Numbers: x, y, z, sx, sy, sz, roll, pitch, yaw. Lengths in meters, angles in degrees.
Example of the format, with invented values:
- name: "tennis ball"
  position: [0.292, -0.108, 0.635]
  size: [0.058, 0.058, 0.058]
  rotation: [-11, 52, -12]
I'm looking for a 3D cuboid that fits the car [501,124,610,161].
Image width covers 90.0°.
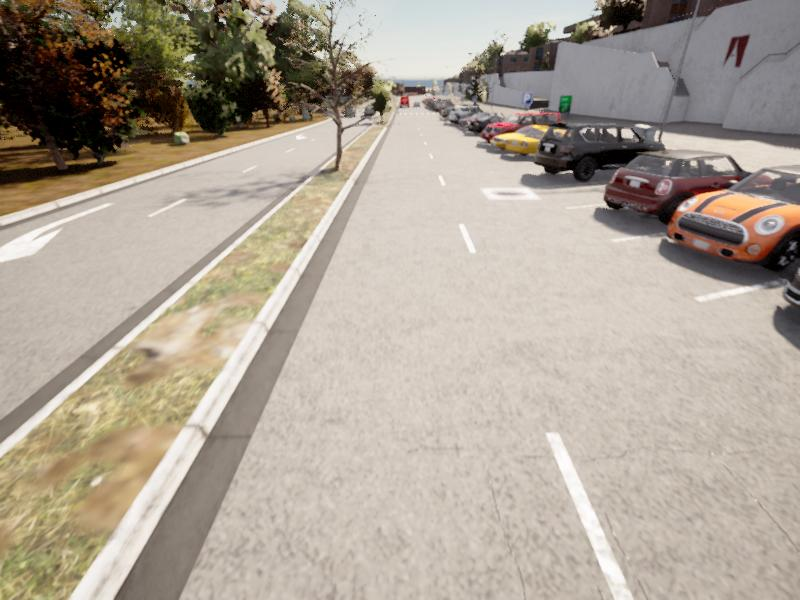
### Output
- name: "car"
  position: [8.487, -8.690, 21.944]
  size: [5.366, 1.575, 1.946]
  rotation: [-9, 28, -17]

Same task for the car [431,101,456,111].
- name: "car"
  position: [9.033, -40.337, 83.206]
  size: [4.553, 1.767, 2.185]
  rotation: [-9, 29, -17]

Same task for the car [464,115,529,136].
- name: "car"
  position: [8.469, -15.414, 35.284]
  size: [5.008, 1.535, 2.097]
  rotation: [-9, 28, -17]

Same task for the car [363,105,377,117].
- name: "car"
  position: [-4.983, -31.609, 66.937]
  size: [1.851, 1.617, 3.988]
  rotation: [0, 28, 1]

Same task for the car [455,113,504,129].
- name: "car"
  position: [8.577, -19.435, 43.335]
  size: [4.674, 1.452, 2.002]
  rotation: [-9, 29, -17]

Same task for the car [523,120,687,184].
- name: "car"
  position: [8.274, -6.177, 16.435]
  size: [5.566, 2.045, 2.435]
  rotation: [-9, 28, -17]

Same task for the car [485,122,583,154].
- name: "car"
  position: [8.171, -9.988, 24.503]
  size: [5.366, 1.575, 1.946]
  rotation: [-9, 28, -17]

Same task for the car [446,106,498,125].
- name: "car"
  position: [8.667, -22.434, 48.567]
  size: [5.566, 2.045, 2.435]
  rotation: [-9, 28, -17]

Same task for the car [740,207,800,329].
- name: "car"
  position: [8.125, -0.487, 5.842]
  size: [4.892, 1.521, 2.231]
  rotation: [-9, 29, -17]

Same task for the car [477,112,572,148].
- name: "car"
  position: [8.356, -11.582, 27.115]
  size: [5.566, 2.045, 2.435]
  rotation: [-9, 28, -17]

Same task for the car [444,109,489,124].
- name: "car"
  position: [8.499, -23.552, 51.286]
  size: [5.366, 1.575, 1.946]
  rotation: [-9, 29, -17]

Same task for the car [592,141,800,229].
- name: "car"
  position: [8.153, -3.331, 11.123]
  size: [4.553, 1.767, 2.185]
  rotation: [-9, 28, -17]

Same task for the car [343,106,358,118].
- name: "car"
  position: [-8.005, -30.554, 64.913]
  size: [1.789, 1.549, 3.705]
  rotation: [0, 28, 1]

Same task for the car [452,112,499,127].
- name: "car"
  position: [8.633, -20.820, 46.024]
  size: [4.792, 1.488, 2.163]
  rotation: [-9, 28, -17]

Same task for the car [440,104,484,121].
- name: "car"
  position: [8.713, -26.545, 56.552]
  size: [5.566, 2.045, 2.435]
  rotation: [-9, 29, -17]

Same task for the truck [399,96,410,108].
- name: "truck"
  position: [1.203, -49.866, 100.721]
  size: [2.627, 2.467, 5.204]
  rotation: [0, 28, 1]

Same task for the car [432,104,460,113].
- name: "car"
  position: [8.971, -37.421, 77.970]
  size: [4.792, 1.488, 2.163]
  rotation: [-9, 29, -17]

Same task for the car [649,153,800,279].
- name: "car"
  position: [8.183, -1.971, 8.464]
  size: [4.553, 1.767, 2.185]
  rotation: [-9, 29, -17]

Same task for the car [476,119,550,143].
- name: "car"
  position: [8.385, -12.684, 29.923]
  size: [4.792, 1.488, 2.163]
  rotation: [-9, 28, -17]

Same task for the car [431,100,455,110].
- name: "car"
  position: [9.204, -41.831, 85.847]
  size: [4.442, 1.987, 1.878]
  rotation: [-9, 29, -17]

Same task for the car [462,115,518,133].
- name: "car"
  position: [8.512, -16.729, 37.981]
  size: [4.674, 1.452, 2.002]
  rotation: [-9, 29, -17]

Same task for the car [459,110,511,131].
- name: "car"
  position: [8.573, -18.234, 40.593]
  size: [4.553, 1.767, 2.185]
  rotation: [-9, 28, -17]
